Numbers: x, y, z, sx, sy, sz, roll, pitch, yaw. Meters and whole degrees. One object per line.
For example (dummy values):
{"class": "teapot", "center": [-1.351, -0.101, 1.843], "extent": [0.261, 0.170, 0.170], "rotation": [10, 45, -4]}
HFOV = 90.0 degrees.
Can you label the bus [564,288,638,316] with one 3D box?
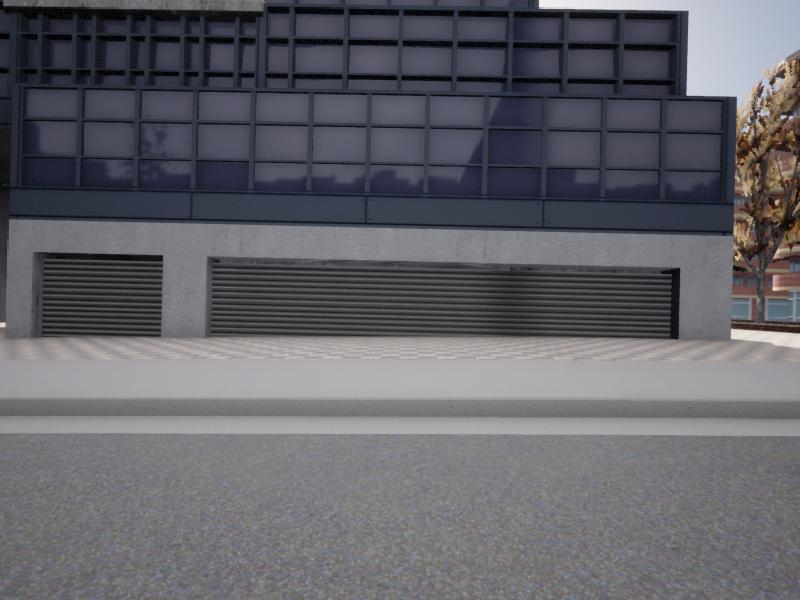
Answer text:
{"class": "bus", "center": [33.119, 0.309, 66.286], "extent": [10.273, 4.253, 3.944], "rotation": [1, 0, 0]}
